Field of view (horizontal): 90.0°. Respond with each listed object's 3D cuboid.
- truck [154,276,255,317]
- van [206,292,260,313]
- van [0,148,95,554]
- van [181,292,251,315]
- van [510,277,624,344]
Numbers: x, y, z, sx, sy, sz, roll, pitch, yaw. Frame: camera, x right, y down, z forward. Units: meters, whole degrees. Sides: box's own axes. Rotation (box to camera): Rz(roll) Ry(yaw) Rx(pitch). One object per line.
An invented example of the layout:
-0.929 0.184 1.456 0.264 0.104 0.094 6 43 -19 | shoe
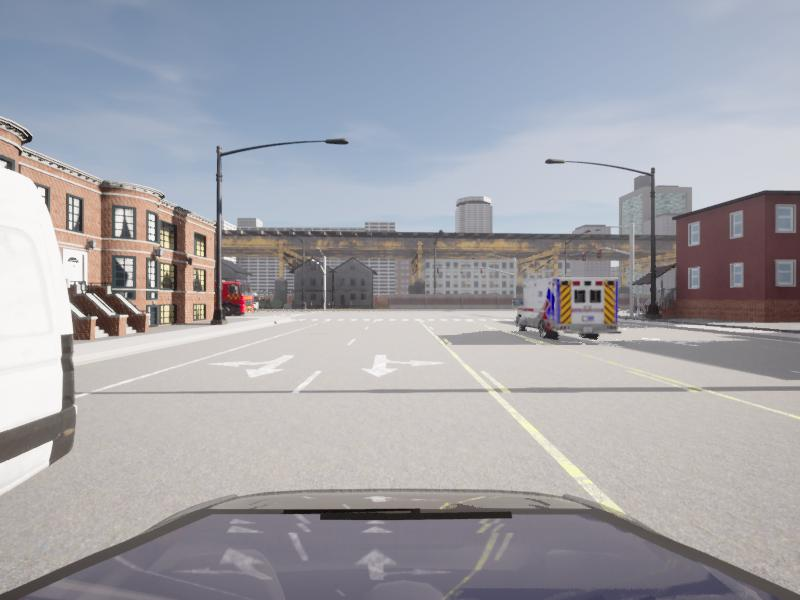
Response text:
-19.040 -0.321 39.318 8.468 3.827 2.891 0 0 0 | truck
-20.783 0.322 49.919 5.915 2.561 1.988 0 1 5 | van
-3.510 0.322 0.351 1.988 2.561 5.915 0 0 0 | van
-19.605 0.378 42.873 6.366 2.431 2.351 0 0 0 | van
6.919 0.376 17.671 2.351 2.431 6.366 0 0 0 | van
